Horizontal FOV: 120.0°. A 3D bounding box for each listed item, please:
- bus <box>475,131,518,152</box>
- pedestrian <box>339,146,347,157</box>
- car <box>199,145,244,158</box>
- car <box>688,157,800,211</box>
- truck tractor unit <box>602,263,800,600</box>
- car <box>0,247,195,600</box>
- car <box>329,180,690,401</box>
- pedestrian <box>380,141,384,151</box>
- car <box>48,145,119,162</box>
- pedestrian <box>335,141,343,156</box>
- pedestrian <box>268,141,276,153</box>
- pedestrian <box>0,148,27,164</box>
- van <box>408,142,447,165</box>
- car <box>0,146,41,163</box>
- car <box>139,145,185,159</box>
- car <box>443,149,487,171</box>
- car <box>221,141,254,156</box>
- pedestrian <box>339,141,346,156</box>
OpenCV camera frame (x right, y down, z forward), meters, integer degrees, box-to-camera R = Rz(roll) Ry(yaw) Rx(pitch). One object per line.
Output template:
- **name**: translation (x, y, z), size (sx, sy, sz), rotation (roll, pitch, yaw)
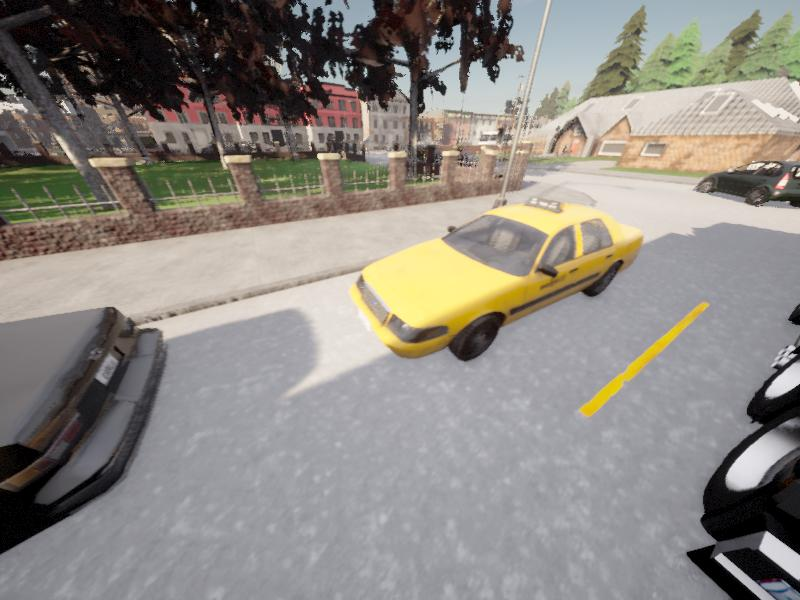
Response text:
- **bus**: translation (25.557, -41.876, 61.046), size (10.273, 4.253, 3.944), rotation (-18, 39, -24)
- **pedestrian**: translation (-8.251, -21.606, 33.625), size (0.751, 1.300, 0.751), rotation (-18, 39, -24)
- **car**: translation (-25.753, -21.640, 33.585), size (4.892, 1.490, 1.837), rotation (-19, 39, -25)
- **car**: translation (16.220, -5.373, 10.451), size (1.851, 1.617, 3.988), rotation (9, 36, 12)
- **truck tractor unit**: translation (5.109, -0.302, 0.789), size (6.516, 4.208, 3.053), rotation (-18, 39, -24)
- **car**: translation (-4.529, 1.323, 0.846), size (5.357, 1.411, 2.033), rotation (-18, 39, -25)
- **car**: translation (1.905, -0.768, 3.739), size (5.366, 1.575, 1.801), rotation (-18, 39, -24)
- **pedestrian**: translation (-4.050, -34.686, 51.963), size (0.751, 1.860, 0.751), rotation (-21, 40, -28)
- **car**: translation (-37.810, -17.722, 27.828), size (4.514, 1.525, 2.007), rotation (-18, 39, -24)
- **pedestrian**: translation (-9.459, -23.593, 35.980), size (0.751, 1.860, 0.751), rotation (7, 35, 9)
- **pedestrian**: translation (-23.818, -28.516, 42.936), size (0.751, 1.860, 0.751), rotation (-10, 36, -14)
- **pedestrian**: translation (-38.476, -14.344, 22.941), size (0.751, 1.300, 0.751), rotation (-18, 39, -25)
- **van**: translation (2.960, -16.686, 26.220), size (2.069, 2.038, 4.480), rotation (-18, 39, -24)
- **car**: translation (-43.284, -15.915, 25.229), size (3.806, 1.475, 1.970), rotation (-18, 39, -24)
- **car**: translation (-31.583, -19.764, 30.789), size (3.705, 1.549, 1.789), rotation (-18, 39, -24)
- **car**: translation (6.058, -13.391, 21.958), size (1.845, 1.501, 3.633), rotation (-18, 39, -24)
- **car**: translation (-26.025, -24.346, 37.123), size (3.866, 1.878, 1.905), rotation (-18, 39, -24)
- **pedestrian**: translation (-9.022, -23.796, 36.275), size (0.751, 1.860, 0.751), rotation (-4, 35, -6)
